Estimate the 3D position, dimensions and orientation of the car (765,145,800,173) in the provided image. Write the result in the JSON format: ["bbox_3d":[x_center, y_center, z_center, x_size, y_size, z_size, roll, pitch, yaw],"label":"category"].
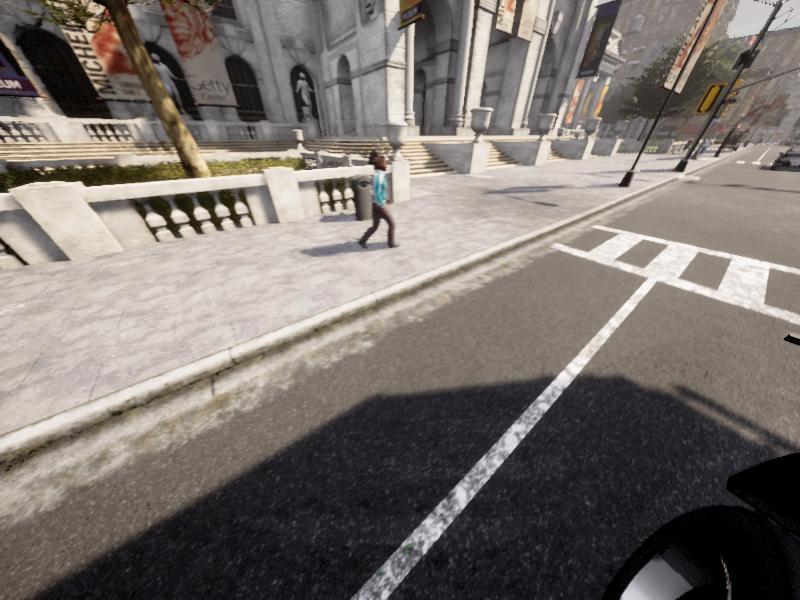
[{"bbox_3d":[30.267,-10.781,17.579,4.902,1.511,2.128,-23,41,-29],"label":"car"}]

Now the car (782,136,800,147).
[{"bbox_3d":[87.624,-35.004,51.038,4.605,1.855,1.932,-16,38,-21],"label":"car"}]

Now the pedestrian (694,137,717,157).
[{"bbox_3d":[35.320,-17.717,26.715,0.751,1.860,0.751,25,43,31],"label":"pedestrian"}]

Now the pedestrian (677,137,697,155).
[{"bbox_3d":[36.546,-19.640,29.417,0.751,1.860,0.751,-25,42,-31],"label":"pedestrian"}]

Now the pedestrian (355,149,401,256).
[{"bbox_3d":[-0.420,-1.953,4.725,0.751,1.860,0.751,-7,36,-9],"label":"pedestrian"}]
